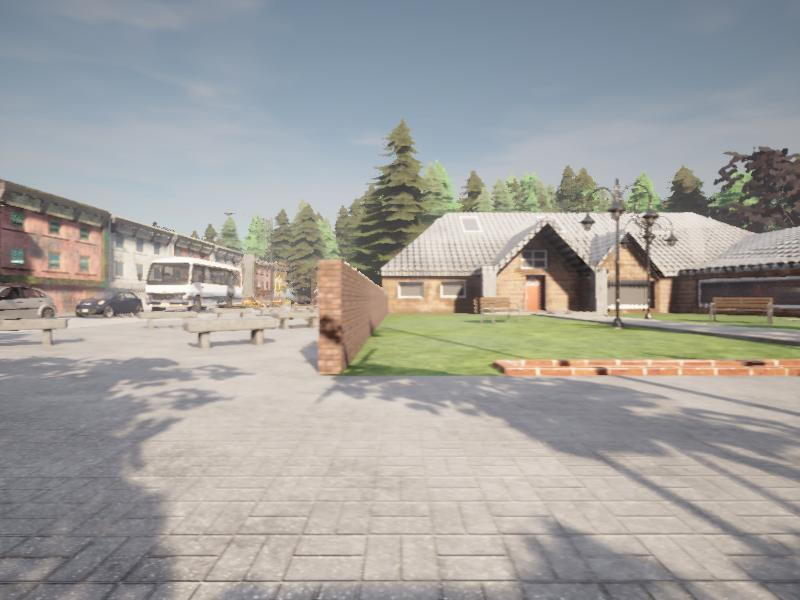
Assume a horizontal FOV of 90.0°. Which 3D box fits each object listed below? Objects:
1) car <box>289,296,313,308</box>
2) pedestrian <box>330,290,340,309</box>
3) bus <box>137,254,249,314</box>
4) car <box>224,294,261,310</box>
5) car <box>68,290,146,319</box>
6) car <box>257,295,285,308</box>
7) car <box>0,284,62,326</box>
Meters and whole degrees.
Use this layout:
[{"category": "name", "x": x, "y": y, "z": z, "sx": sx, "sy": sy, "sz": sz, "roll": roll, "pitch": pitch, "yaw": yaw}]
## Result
[{"category": "car", "x": -12.578, "y": 0.229, "z": 51.190, "sx": 1.882, "sy": 1.535, "sz": 5.008, "roll": 0, "pitch": 0, "yaw": 0}, {"category": "pedestrian", "x": -6.351, "y": -0.065, "z": 39.120, "sx": 0.751, "sy": 1.860, "sz": 0.751, "roll": 0, "pitch": 0, "yaw": -27}, {"category": "bus", "x": -16.480, "y": -1.126, "z": 33.160, "sx": 3.944, "sy": 4.253, "sz": 10.273, "roll": 0, "pitch": 0, "yaw": 0}, {"category": "car", "x": -16.588, "y": 0.209, "z": 42.459, "sx": 1.801, "sy": 1.575, "sz": 5.366, "roll": 0, "pitch": 0, "yaw": 0}, {"category": "car", "x": -16.610, "y": 0.235, "z": 22.919, "sx": 1.845, "sy": 1.501, "sz": 3.633, "roll": 0, "pitch": 0, "yaw": 0}, {"category": "car", "x": -16.576, "y": 0.209, "z": 51.697, "sx": 1.801, "sy": 1.575, "sz": 5.366, "roll": 0, "pitch": 0, "yaw": 0}, {"category": "car", "x": -16.619, "y": 0.196, "z": 16.560, "sx": 1.851, "sy": 1.617, "sz": 3.988, "roll": 0, "pitch": 0, "yaw": 0}]
